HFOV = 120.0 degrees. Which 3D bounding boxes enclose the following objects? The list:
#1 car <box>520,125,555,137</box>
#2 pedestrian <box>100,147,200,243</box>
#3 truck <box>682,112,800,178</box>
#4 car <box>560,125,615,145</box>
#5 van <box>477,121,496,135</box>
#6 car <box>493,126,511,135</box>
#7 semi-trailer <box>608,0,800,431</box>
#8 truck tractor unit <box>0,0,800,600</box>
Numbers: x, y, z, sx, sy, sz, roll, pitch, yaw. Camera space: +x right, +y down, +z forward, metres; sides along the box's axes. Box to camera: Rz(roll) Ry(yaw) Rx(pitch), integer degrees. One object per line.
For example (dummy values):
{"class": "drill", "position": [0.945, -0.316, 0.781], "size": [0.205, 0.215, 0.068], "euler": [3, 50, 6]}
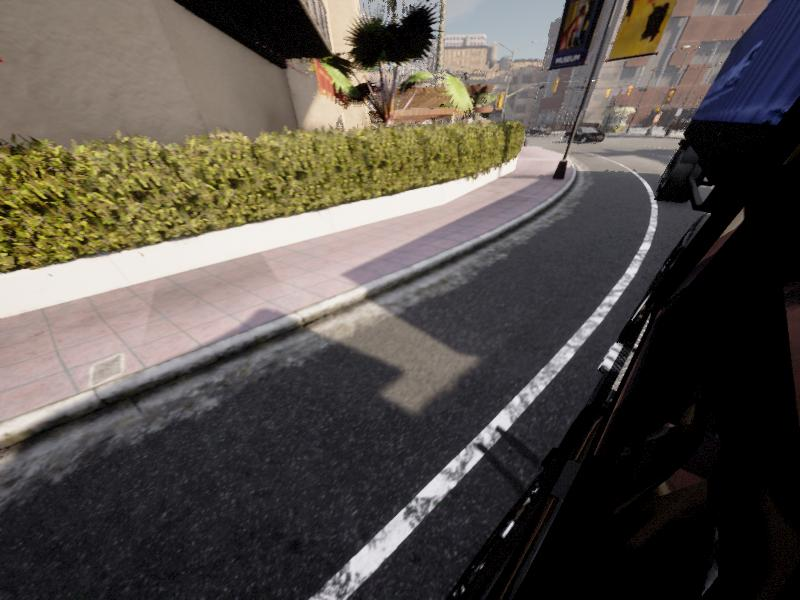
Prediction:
{"class": "car", "position": [24.424, -30.168, 41.251], "size": [2.152, 1.651, 5.027], "euler": [-13, 38, -13]}
{"class": "pedestrian", "position": [-5.674, -2.443, 5.431], "size": [0.751, 1.860, 0.751], "euler": [-25, 42, -27]}
{"class": "truck", "position": [17.214, -7.474, 10.864], "size": [2.390, 2.098, 6.274], "euler": [12, 39, 19]}
{"class": "car", "position": [20.754, -18.622, 25.978], "size": [1.930, 1.638, 5.238], "euler": [-3, 37, 0]}
{"class": "van", "position": [21.294, -42.445, 57.107], "size": [1.988, 2.561, 5.915], "euler": [-4, 37, -2]}
{"class": "car", "position": [24.896, -41.530, 56.576], "size": [2.007, 1.525, 4.514], "euler": [-4, 37, -2]}
{"class": "semi-trailer", "position": [8.184, -3.906, 4.683], "size": [2.717, 4.402, 14.254], "euler": [28, 46, 34]}
{"class": "truck tractor unit", "position": [2.645, -0.295, 0.351], "size": [6.516, 4.208, 3.053], "euler": [-28, 44, -30]}
